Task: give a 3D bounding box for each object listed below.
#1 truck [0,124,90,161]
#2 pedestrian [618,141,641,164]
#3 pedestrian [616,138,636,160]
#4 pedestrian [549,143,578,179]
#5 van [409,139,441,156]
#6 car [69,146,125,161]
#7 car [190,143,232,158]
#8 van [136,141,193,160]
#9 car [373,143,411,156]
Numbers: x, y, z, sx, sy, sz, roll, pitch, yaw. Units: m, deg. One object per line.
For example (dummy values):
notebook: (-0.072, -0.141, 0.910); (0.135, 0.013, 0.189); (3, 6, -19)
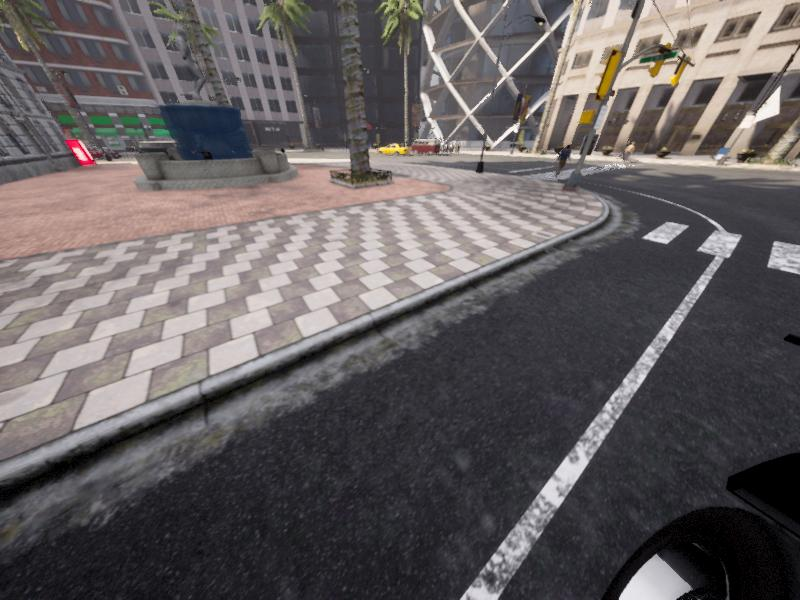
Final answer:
truck: (-49.741, -21.175, 31.000); (8.468, 3.827, 2.891); (-22, 40, -27)
pedestrian: (22.088, -14.244, 22.291); (0.751, 1.860, 0.751); (-26, 42, -31)
pedestrian: (23.922, -15.976, 24.469); (0.751, 1.860, 0.751); (29, 45, 35)
pedestrian: (10.404, -8.862, 14.744); (0.751, 1.860, 0.751); (-24, 42, -30)
van: (3.766, -23.127, 34.962); (4.442, 1.987, 1.775); (21, 40, 27)
car: (-39.354, -19.196, 30.150); (3.806, 1.475, 1.970); (-18, 39, -24)
car: (-27.462, -21.855, 33.720); (3.988, 1.617, 1.851); (-8, 36, -11)
van: (-30.419, -19.445, 29.995); (4.442, 1.987, 1.775); (-12, 36, -15)
car: (-1.164, -22.330, 34.220); (5.366, 1.575, 1.801); (17, 39, 23)
